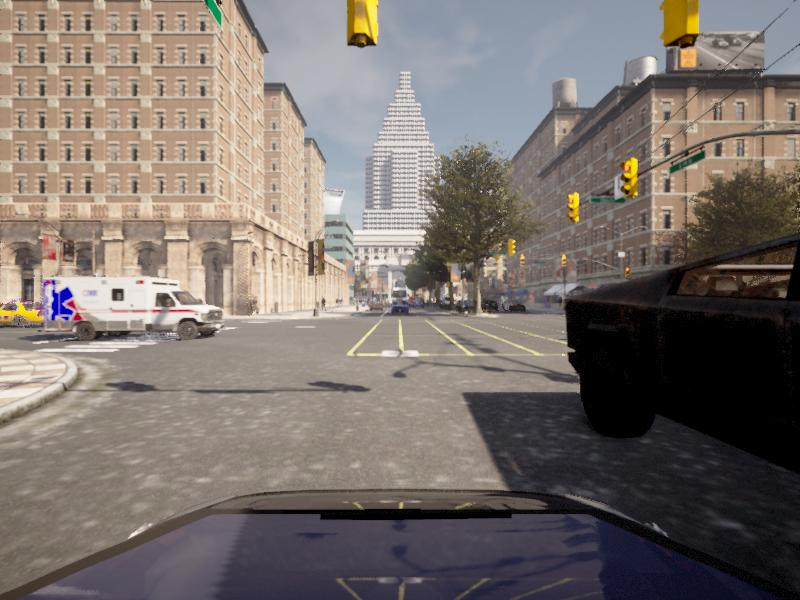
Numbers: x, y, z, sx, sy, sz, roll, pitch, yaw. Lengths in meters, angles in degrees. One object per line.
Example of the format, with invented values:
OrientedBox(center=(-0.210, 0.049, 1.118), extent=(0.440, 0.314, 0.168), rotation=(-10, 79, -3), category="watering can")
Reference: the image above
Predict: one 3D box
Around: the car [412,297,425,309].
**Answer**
OrientedBox(center=(3.450, 0.506, 74.043), extent=(2.150, 2.045, 5.566), rotation=(0, 0, 0), category="car")

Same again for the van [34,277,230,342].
OrientedBox(center=(-10.596, 0.363, 16.255), extent=(6.366, 2.431, 2.351), rotation=(0, 0, 0), category="van")

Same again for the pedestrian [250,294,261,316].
OrientedBox(center=(-12.570, 0.454, 34.843), extent=(0.751, 1.860, 0.751), rotation=(0, 0, -2), category="pedestrian")

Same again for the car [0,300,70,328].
OrientedBox(center=(-22.578, 0.781, 23.180), extent=(5.366, 1.575, 1.801), rotation=(0, 0, 0), category="car")

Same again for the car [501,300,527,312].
OrientedBox(center=(14.964, 0.776, 52.775), extent=(2.038, 1.542, 4.974), rotation=(0, 0, 0), category="car")

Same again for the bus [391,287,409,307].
OrientedBox(center=(0.060, -0.619, 90.894), extent=(3.944, 4.253, 10.273), rotation=(0, 0, 0), category="bus")

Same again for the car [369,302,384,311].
OrientedBox(center=(-3.287, 0.888, 56.740), extent=(1.895, 1.301, 4.718), rotation=(0, 0, 0), category="car")

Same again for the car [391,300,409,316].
OrientedBox(center=(0.006, 0.785, 42.894), extent=(1.882, 1.535, 5.008), rotation=(0, 0, 0), category="car")

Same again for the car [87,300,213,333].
OrientedBox(center=(-12.316, 0.806, 20.048), extent=(4.974, 1.542, 2.038), rotation=(0, 0, -5), category="car")

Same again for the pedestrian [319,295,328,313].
OrientedBox(center=(-8.277, 0.446, 43.335), extent=(0.751, 1.860, 0.751), rotation=(0, 0, 19), category="pedestrian")

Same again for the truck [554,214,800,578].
OrientedBox(center=(3.496, 0.557, 2.814), extent=(2.390, 2.098, 6.274), rotation=(0, -1, 0), category="truck")

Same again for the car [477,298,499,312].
OrientedBox(center=(11.464, 0.608, 52.429), extent=(1.932, 1.855, 4.605), rotation=(0, 0, 0), category="car")
